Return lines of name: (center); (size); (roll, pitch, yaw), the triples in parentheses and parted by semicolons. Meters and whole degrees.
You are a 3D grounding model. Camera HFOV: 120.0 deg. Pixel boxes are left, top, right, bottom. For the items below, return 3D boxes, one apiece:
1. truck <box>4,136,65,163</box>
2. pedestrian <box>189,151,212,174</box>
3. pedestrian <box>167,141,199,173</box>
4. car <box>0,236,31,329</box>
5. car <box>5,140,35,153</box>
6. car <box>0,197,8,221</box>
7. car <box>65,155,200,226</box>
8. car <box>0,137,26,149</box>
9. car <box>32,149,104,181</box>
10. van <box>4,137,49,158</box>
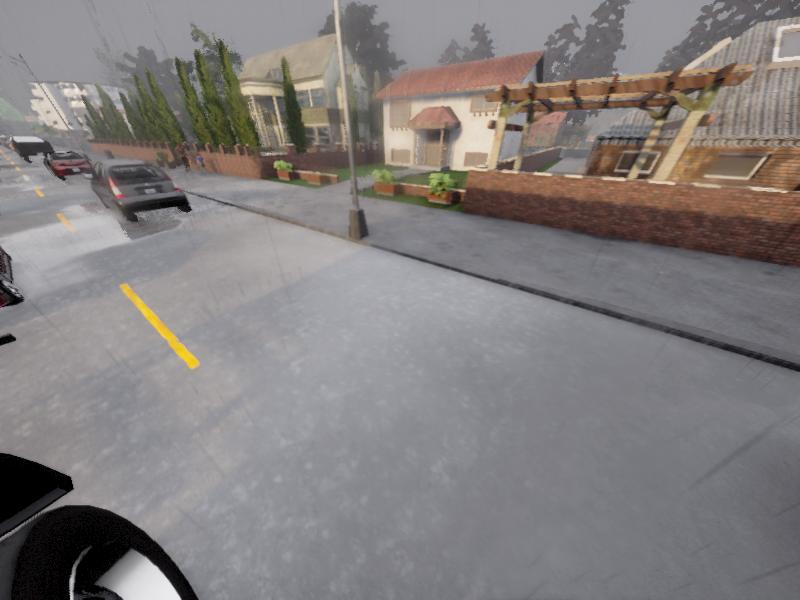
truck: (-38.233, -15.783, 24.135); (6.274, 2.098, 2.390); (22, 40, 27)
pedestrian: (-13.531, -9.346, 15.696); (0.751, 1.300, 0.751); (-24, 42, -30)
pedestrian: (-14.974, -9.899, 15.981); (0.751, 1.860, 0.751); (24, 42, 30)
car: (-7.824, -0.507, 3.369); (4.181, 1.385, 1.994); (22, 41, 28)
car: (-60.241, -24.392, 36.600); (5.366, 1.575, 1.801); (22, 40, 27)
car: (-15.166, -3.510, 7.428); (4.514, 1.525, 2.007); (22, 40, 28)
car: (-9.356, -4.006, 8.115); (3.988, 1.617, 1.851); (22, 40, 27)
car: (-76.265, -30.937, 45.483); (4.605, 1.855, 1.932); (22, 40, 27)
car: (-21.376, -8.769, 14.877); (4.193, 1.474, 1.816); (22, 40, 27)
van: (-46.796, -19.190, 28.944); (4.480, 2.038, 2.069); (22, 41, 27)
